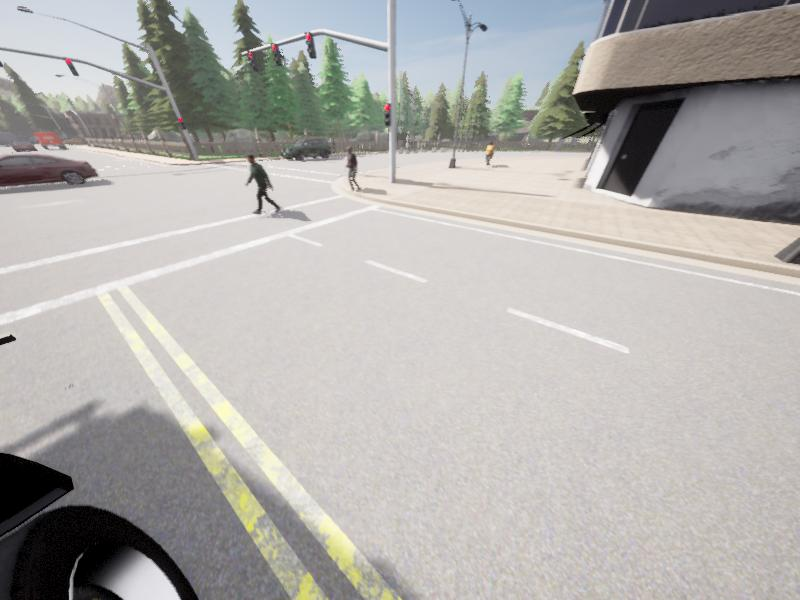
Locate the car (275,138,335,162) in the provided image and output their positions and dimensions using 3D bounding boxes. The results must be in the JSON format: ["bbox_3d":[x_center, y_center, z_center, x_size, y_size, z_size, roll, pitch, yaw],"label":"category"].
[{"bbox_3d":[-10.113,-16.452,25.196,2.150,2.045,5.566,24,41,30],"label":"car"}]

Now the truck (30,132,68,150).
[{"bbox_3d":[-63.340,-28.737,41.709,5.204,2.467,2.627,22,41,28],"label":"truck"}]

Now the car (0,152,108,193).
[{"bbox_3d":[-18.276,-6.261,11.256,1.812,1.442,4.674,22,41,28],"label":"car"}]

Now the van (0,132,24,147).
[{"bbox_3d":[-83.323,-32.914,47.336,1.988,2.561,5.915,22,41,28],"label":"van"}]

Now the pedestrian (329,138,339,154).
[{"bbox_3d":[-9.017,-21.104,31.646,0.751,1.860,0.751,26,43,32],"label":"pedestrian"}]

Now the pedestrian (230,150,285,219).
[{"bbox_3d":[-4.534,-3.737,7.473,0.751,1.860,0.751,23,41,28],"label":"pedestrian"}]

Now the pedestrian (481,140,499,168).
[{"bbox_3d":[7.382,-11.998,18.983,0.751,1.860,0.751,30,45,35],"label":"pedestrian"}]

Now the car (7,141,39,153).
[{"bbox_3d":[-57.036,-23.236,34.950,4.181,1.385,1.994,22,41,28],"label":"car"}]

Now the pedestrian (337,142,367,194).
[{"bbox_3d":[-2.062,-5.763,10.114,0.751,1.860,0.751,20,40,26],"label":"pedestrian"}]
